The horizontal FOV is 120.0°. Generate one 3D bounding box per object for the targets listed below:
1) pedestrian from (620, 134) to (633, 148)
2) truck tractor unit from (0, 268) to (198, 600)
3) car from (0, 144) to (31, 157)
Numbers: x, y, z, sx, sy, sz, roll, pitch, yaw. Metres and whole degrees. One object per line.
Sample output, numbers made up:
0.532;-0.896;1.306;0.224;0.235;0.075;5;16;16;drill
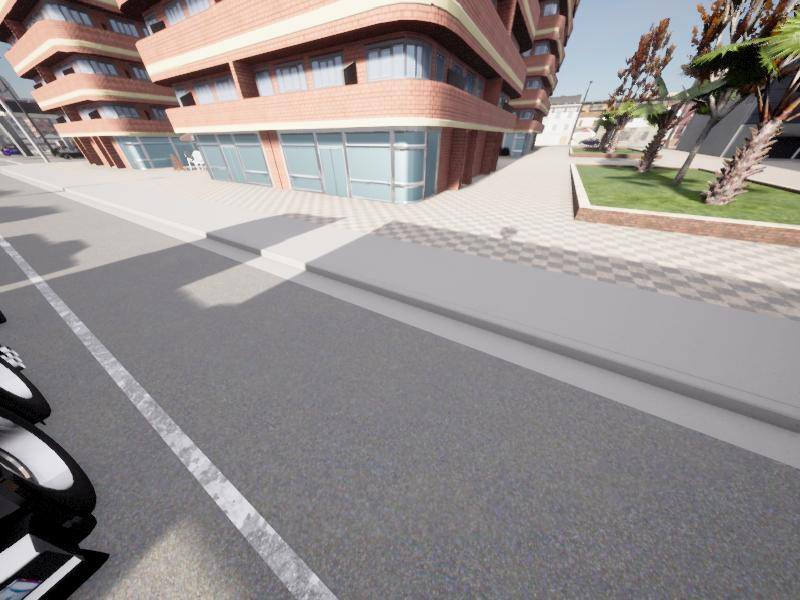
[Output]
35.853;-25.201;36.561;0.751;1.860;0.751;18;39;24;pedestrian
-5.120;-0.290;0.774;6.516;4.208;3.053;18;39;24;truck tractor unit
-67.469;-26.112;40.283;4.611;1.667;2.242;18;39;25;car
